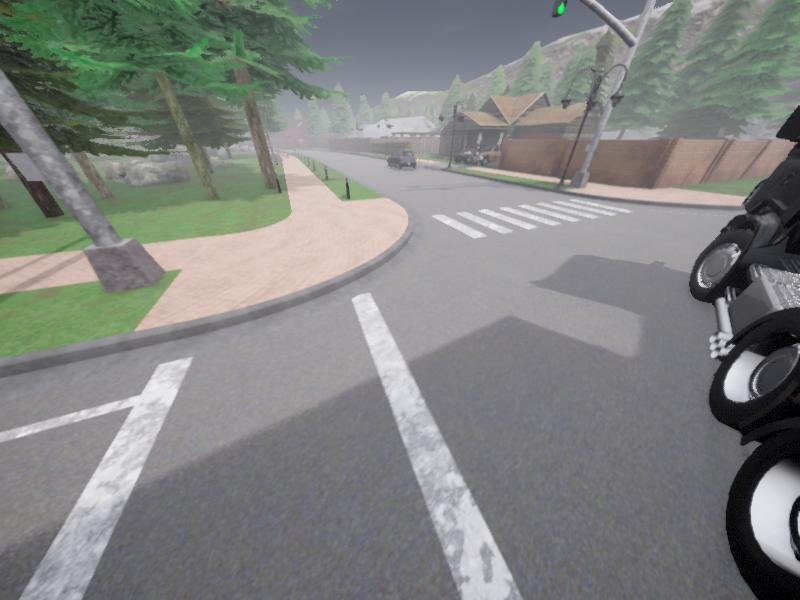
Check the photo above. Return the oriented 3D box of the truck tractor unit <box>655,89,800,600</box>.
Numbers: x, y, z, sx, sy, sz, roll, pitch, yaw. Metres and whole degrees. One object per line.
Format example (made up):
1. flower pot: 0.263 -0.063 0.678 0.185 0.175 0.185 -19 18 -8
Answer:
1. truck tractor unit: 4.786 -0.539 1.125 3.053 4.208 6.516 29 44 35

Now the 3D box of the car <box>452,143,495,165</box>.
1. car: 8.019 -15.994 25.260 3.866 1.878 1.905 -14 37 -19

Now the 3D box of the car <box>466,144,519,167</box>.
1. car: 9.377 -14.767 23.494 4.605 1.855 1.932 -14 37 -19

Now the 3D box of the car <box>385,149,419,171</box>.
1. car: 0.078 -13.396 21.995 1.845 1.501 3.633 -14 37 -19

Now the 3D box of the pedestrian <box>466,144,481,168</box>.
1. pedestrian: 6.725 -13.180 21.137 0.751 1.860 0.751 -26 42 -32
